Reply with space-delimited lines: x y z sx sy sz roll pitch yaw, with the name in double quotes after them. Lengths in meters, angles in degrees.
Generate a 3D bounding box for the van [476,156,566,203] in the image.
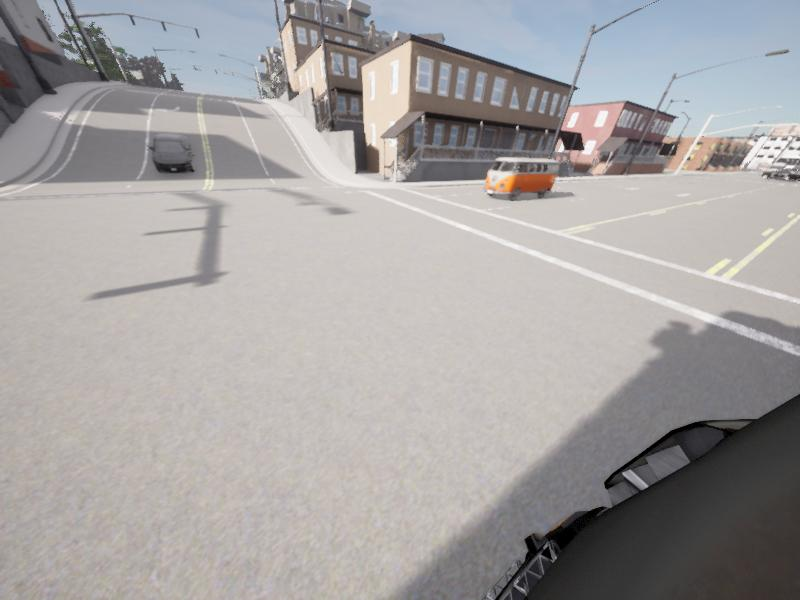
6.711 -6.779 12.904 4.442 1.987 1.775 -16 38 -26 "van"

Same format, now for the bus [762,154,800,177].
94.893 -32.962 56.628 10.273 4.253 3.944 -16 38 -26 "bus"

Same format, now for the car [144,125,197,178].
-15.351 -10.101 15.624 1.882 1.535 5.008 -17 54 -27 "car"

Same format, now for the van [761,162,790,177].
84.748 -29.437 52.109 5.915 2.561 1.988 -16 38 -26 "van"

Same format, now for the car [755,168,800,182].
64.093 -20.867 38.552 1.930 1.638 5.238 7 34 6 "car"
